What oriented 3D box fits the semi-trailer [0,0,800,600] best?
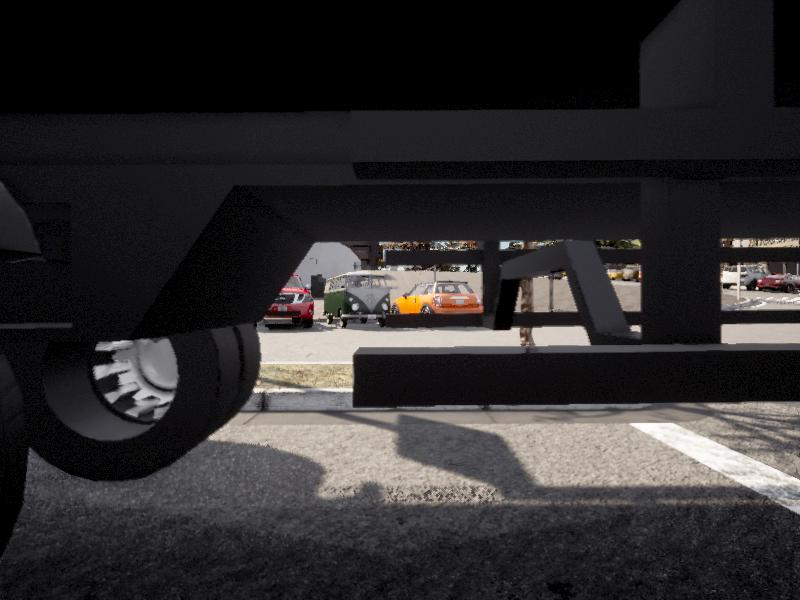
[{"bbox_3d":[-0.216,-1.220,1.634,14.254,4.402,2.717,0,0,0],"label":"semi-trailer"}]
